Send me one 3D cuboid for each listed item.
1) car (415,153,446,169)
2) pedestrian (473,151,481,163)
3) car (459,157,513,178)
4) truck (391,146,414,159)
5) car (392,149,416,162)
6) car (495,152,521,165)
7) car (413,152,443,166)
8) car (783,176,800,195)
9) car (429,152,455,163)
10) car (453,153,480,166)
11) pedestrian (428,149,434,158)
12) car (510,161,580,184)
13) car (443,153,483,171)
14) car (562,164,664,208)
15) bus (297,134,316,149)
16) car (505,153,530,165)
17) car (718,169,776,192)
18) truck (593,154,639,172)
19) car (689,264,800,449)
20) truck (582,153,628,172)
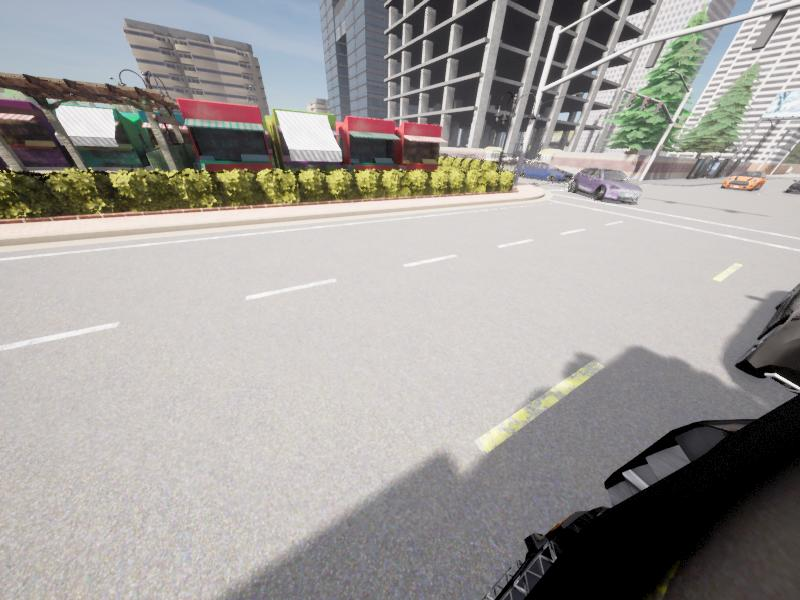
[{"bbox_3d":[3.969,-18.463,30.635,1.816,1.474,4.193,-16,38,-26],"label":"car"},{"bbox_3d":[14.307,-26.416,42.748,0.751,1.860,0.751,-12,36,-21],"label":"pedestrian"},{"bbox_3d":[8.666,-13.728,23.860,2.163,1.488,4.792,-16,38,-26],"label":"car"},{"bbox_3d":[0.515,-33.956,53.141,2.390,2.098,6.274,-16,38,-26],"label":"truck"},{"bbox_3d":[0.645,-25.799,41.278,1.930,1.638,5.238,-16,38,-26],"label":"car"},{"bbox_3d":[21.126,-27.829,45.452,1.905,1.878,3.866,-15,38,-25],"label":"car"},{"bbox_3d":[4.295,-22.071,36.045,2.038,1.542,4.974,-16,38,-26],"label":"car"},{"bbox_3d":[39.912,-11.161,22.499,4.892,1.490,1.837,-15,38,-25],"label":"car"},{"bbox_3d":[7.669,-26.493,42.960,1.882,1.535,5.008,-16,38,-26],"label":"car"},{"bbox_3d":[10.934,-23.240,38.248,1.851,1.617,3.988,-16,38,-26],"label":"car"},{"bbox_3d":[7.126,-33.747,53.237,0.751,1.860,0.751,-15,38,-25],"label":"pedestrian"},{"bbox_3d":[13.789,-12.476,22.450,2.033,1.411,5.357,-16,38,-26],"label":"car"},{"bbox_3d":[8.173,-18.220,30.418,2.242,1.667,4.611,-16,38,-26],"label":"car"},{"bbox_3d":[12.479,-7.116,14.122,2.033,1.649,4.856,8,34,3],"label":"car"},{"bbox_3d":[-34.671,-58.412,85.302,3.944,4.253,10.273,-16,38,-26],"label":"bus"},{"bbox_3d":[23.688,-28.534,46.712,1.905,1.878,3.866,-15,38,-25],"label":"car"},{"bbox_3d":[35.165,-12.203,23.430,4.553,1.767,2.097,-15,38,-25],"label":"car"},{"bbox_3d":[40.803,-26.069,43.854,2.615,2.467,5.204,-15,38,-25],"label":"truck"},{"bbox_3d":[6.040,0.331,2.550,4.902,1.511,2.128,-15,38,-25],"label":"car"},{"bbox_3d":[37.047,-25.036,42.006,2.615,2.467,5.204,-15,38,-25],"label":"truck"}]
